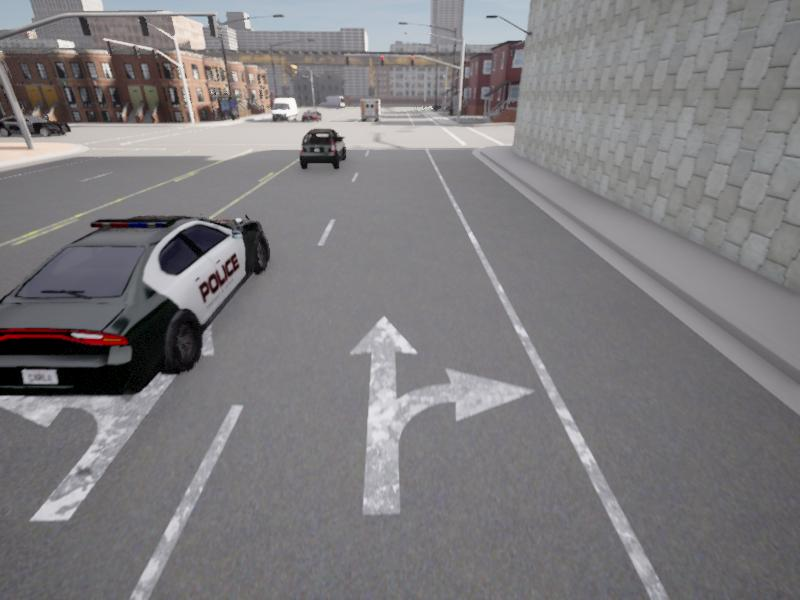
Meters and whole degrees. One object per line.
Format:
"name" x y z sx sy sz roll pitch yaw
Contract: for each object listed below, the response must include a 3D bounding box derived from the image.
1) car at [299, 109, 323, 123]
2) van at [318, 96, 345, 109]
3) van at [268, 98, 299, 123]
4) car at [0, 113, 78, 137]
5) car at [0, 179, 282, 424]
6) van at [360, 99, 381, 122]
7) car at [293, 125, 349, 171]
"car" -10.776 -22.567 48.931 1.994 1.385 4.181 0 27 0
"van" -15.691 -45.401 92.001 5.915 2.561 1.988 13 29 23
"van" -14.286 -23.481 49.415 1.988 2.561 5.915 0 27 0
"car" -29.031 -13.803 31.541 5.238 1.638 1.930 0 27 -1
"car" -3.522 -0.544 5.985 2.038 1.542 4.974 0 27 0
"van" -3.722 -24.487 51.528 2.351 2.431 6.366 0 27 -1
"car" -3.615 -7.333 19.095 1.851 1.617 3.988 0 27 0
